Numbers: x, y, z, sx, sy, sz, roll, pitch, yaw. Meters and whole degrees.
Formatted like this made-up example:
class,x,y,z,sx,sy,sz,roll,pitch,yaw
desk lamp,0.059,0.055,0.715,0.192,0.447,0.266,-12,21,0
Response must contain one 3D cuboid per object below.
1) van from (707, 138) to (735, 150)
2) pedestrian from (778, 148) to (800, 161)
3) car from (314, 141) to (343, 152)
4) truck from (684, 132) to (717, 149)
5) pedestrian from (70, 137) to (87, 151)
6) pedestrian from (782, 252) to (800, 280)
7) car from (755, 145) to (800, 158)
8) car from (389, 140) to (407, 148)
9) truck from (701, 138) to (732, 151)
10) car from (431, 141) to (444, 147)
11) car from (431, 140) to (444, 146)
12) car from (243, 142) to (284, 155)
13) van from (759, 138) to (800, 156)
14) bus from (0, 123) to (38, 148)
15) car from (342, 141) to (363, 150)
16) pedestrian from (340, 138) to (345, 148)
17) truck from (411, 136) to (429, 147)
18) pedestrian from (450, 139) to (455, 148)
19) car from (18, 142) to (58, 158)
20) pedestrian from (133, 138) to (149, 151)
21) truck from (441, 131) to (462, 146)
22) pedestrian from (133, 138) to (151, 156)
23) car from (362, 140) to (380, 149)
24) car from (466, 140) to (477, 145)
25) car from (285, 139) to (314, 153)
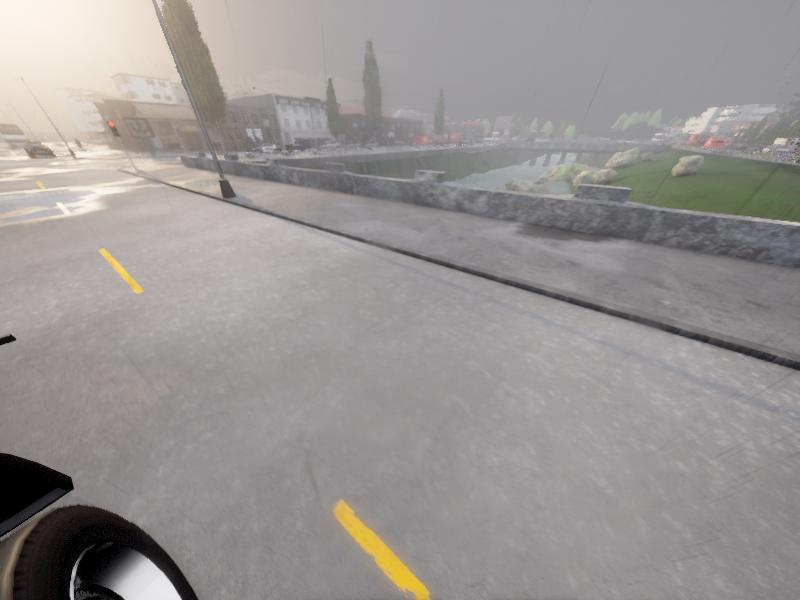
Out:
class,x,y,z,sx,sy,sz,roll,pitch,yaw
van,86.973,-42.450,62.714,2.351,2.431,6.366,22,41,28
pedestrian,45.936,-17.091,27.174,0.751,1.300,0.751,0,35,0
car,-13.693,-29.795,44.659,2.152,1.651,5.027,22,41,28
truck,84.671,-45.155,65.321,2.891,3.827,8.468,22,41,28
pedestrian,-54.905,-26.653,39.440,0.751,1.860,0.751,20,40,25
pedestrian,7.716,-0.867,4.025,0.500,1.100,0.500,22,41,28
car,59.253,-23.492,36.385,2.038,1.542,4.974,22,40,28
car,-0.502,-40.572,60.037,1.930,1.638,5.238,22,41,28
truck,76.050,-37.567,55.668,2.627,2.467,5.204,22,41,28
car,10.992,-45.881,67.795,1.816,1.474,4.193,22,41,28
car,12.126,-50.820,74.795,1.837,1.490,4.892,22,41,28
car,-21.137,-23.652,35.963,2.038,1.542,4.974,23,41,28
van,68.630,-27.496,41.353,2.351,2.431,6.366,22,41,28
bus,-86.230,-36.634,51.487,10.273,4.253,3.944,22,41,28
car,-10.027,-32.791,48.951,1.851,1.617,3.988,22,41,28
pedestrian,-12.953,-35.215,51.924,0.751,1.860,0.751,5,35,6
truck,5.842,-46.087,67.189,2.627,2.467,5.204,22,41,28
pedestrian,13.328,-39.470,58.173,0.751,1.860,0.751,20,40,26
car,-46.699,-19.422,29.760,4.974,1.542,2.038,22,41,28
pedestrian,-42.840,-25.726,38.228,0.751,1.860,0.751,9,36,12
truck,16.469,-51.298,73.486,2.891,3.827,8.468,22,41,28
pedestrian,-33.568,-19.925,30.053,0.751,1.860,0.751,30,45,35
car,-6.611,-35.577,52.931,1.851,1.617,3.988,22,41,28
car,26.789,-58.810,86.171,2.038,1.542,4.974,22,41,28
car,-17.420,-26.857,40.227,1.905,1.878,3.866,22,41,28
